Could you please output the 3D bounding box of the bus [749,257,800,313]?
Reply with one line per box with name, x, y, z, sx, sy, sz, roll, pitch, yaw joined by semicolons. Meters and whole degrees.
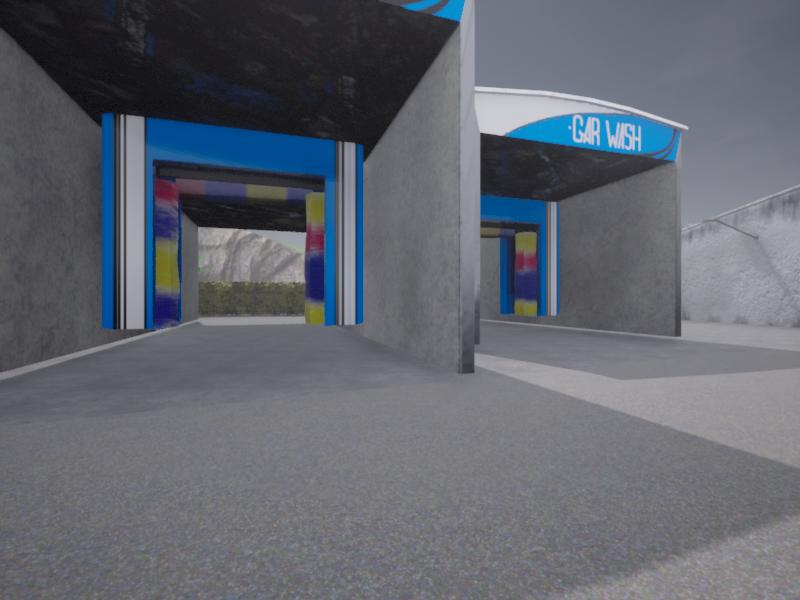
bus;35.428;-1.135;32.689;10.273;4.253;3.944;0;0;0
